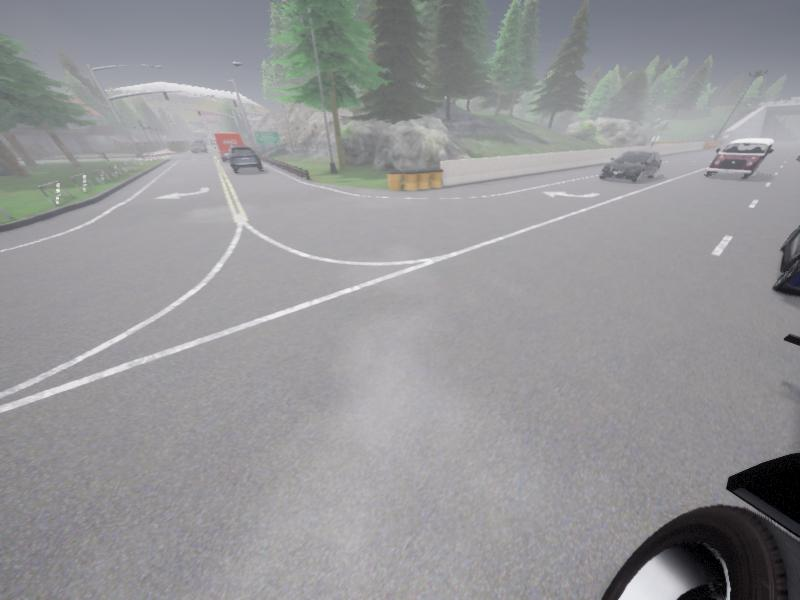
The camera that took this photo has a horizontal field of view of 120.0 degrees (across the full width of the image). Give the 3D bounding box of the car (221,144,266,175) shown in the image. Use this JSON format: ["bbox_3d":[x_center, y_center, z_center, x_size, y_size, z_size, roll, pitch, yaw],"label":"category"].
[{"bbox_3d":[-12.002,-10.813,17.576,2.033,1.649,4.856,-22,40,-27],"label":"car"}]

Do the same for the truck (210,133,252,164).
[{"bbox_3d":[-17.866,-16.086,24.364,2.627,2.467,5.204,-22,40,-27],"label":"truck"}]

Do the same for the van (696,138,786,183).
[{"bbox_3d":[21.065,-8.755,14.307,4.480,2.038,2.069,-22,41,-28],"label":"van"}]

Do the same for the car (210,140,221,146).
[{"bbox_3d":[-57.594,-49.000,72.075,2.033,1.649,4.856,-22,41,-27],"label":"car"}]

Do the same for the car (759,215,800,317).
[{"bbox_3d":[8.374,-0.932,3.723,4.856,1.649,2.033,-22,41,-28],"label":"car"}]

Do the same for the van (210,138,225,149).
[{"bbox_3d":[-44.597,-38.283,56.437,2.069,2.038,4.480,-22,41,-27],"label":"van"}]

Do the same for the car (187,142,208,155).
[{"bbox_3d":[-33.599,-25.278,38.393,2.038,1.542,4.974,-22,41,-27],"label":"car"}]

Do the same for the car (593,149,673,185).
[{"bbox_3d":[14.206,-8.200,14.066,4.892,1.490,1.837,-22,41,-28],"label":"car"}]

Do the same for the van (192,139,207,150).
[{"bbox_3d":[-45.795,-35.696,52.829,1.775,1.987,4.442,-22,41,-27],"label":"van"}]

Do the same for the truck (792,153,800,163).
[{"bbox_3d":[40.386,-14.369,21.683,5.204,2.467,2.627,-22,41,-28],"label":"truck"}]
